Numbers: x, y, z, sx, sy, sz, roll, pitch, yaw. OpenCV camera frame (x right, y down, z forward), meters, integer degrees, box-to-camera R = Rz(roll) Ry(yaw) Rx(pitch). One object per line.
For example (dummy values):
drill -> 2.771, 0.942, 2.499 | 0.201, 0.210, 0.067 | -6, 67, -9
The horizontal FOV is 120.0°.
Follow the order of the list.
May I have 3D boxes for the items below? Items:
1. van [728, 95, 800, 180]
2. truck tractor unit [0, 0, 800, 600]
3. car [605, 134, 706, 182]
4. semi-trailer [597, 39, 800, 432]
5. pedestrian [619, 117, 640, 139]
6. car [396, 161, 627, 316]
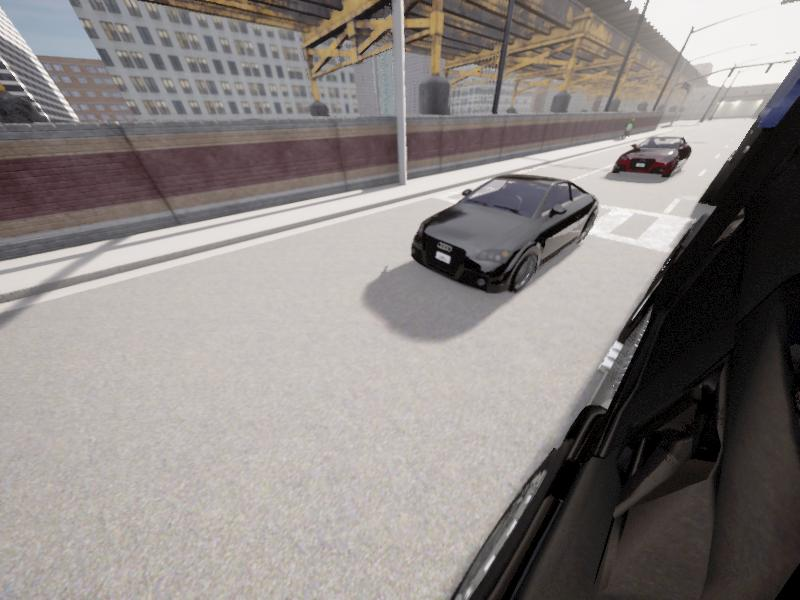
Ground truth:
van -> 16.921, -7.145, 9.970 | 5.915, 2.561, 1.988 | -28, 44, -30
truck tractor unit -> 2.645, -0.295, 0.351 | 6.516, 4.208, 3.053 | -28, 44, -30
car -> 11.702, -6.629, 10.581 | 4.181, 1.385, 1.994 | -27, 43, -28
semi-trailer -> 8.709, -3.603, 4.209 | 14.254, 4.402, 2.717 | -28, 44, -30
pedestrian -> 24.218, -18.161, 24.430 | 0.751, 1.860, 0.751 | -25, 42, -27
car -> 2.208, -1.620, 4.516 | 4.181, 1.385, 1.994 | -28, 44, -29
